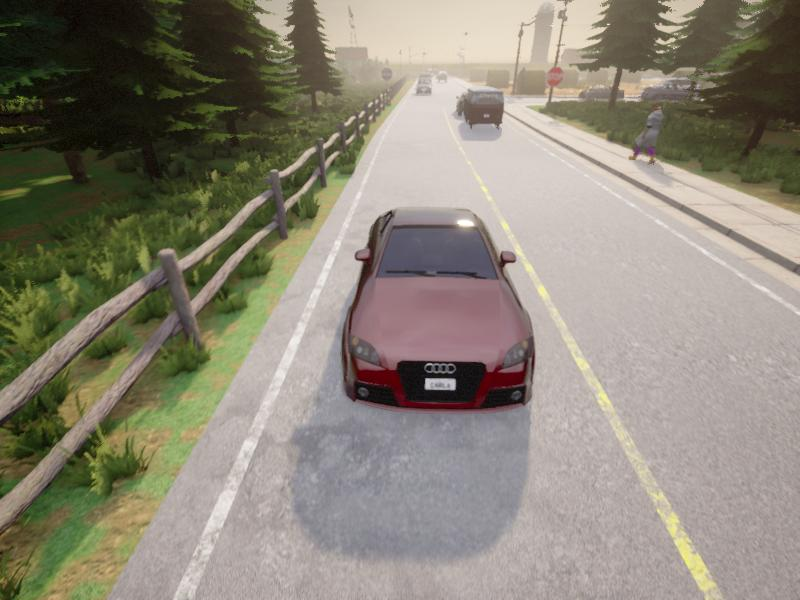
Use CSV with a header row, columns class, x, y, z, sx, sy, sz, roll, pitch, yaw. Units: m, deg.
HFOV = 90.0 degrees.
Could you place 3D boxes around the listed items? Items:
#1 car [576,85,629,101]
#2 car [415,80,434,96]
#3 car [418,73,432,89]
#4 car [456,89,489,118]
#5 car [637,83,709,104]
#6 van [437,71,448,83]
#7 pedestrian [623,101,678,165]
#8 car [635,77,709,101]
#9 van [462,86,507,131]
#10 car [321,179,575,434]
class,x,y,z,sx,sy,sz,roll,pitch,yaw
car,20.722,-21.282,41.098,4.181,1.385,1.994,0,30,0
car,2.898,-25.451,47.972,2.128,1.511,4.902,2,30,3
car,3.968,-34.554,63.000,2.150,2.045,5.566,2,30,3
car,5.092,-14.139,28.667,1.837,1.490,4.892,2,30,4
car,25.801,-19.610,37.996,5.027,1.651,2.152,1,30,1
van,8.926,-46.635,83.660,2.069,2.038,4.480,2,30,3
pedestrian,8.253,-5.521,13.252,0.751,1.860,0.751,-8,31,-13
car,27.614,-21.522,40.851,5.566,2.045,2.150,0,30,1
van,4.710,-11.064,22.920,1.775,1.987,4.442,2,30,2
car,0.432,-0.386,5.301,1.994,1.385,4.181,1,30,1
